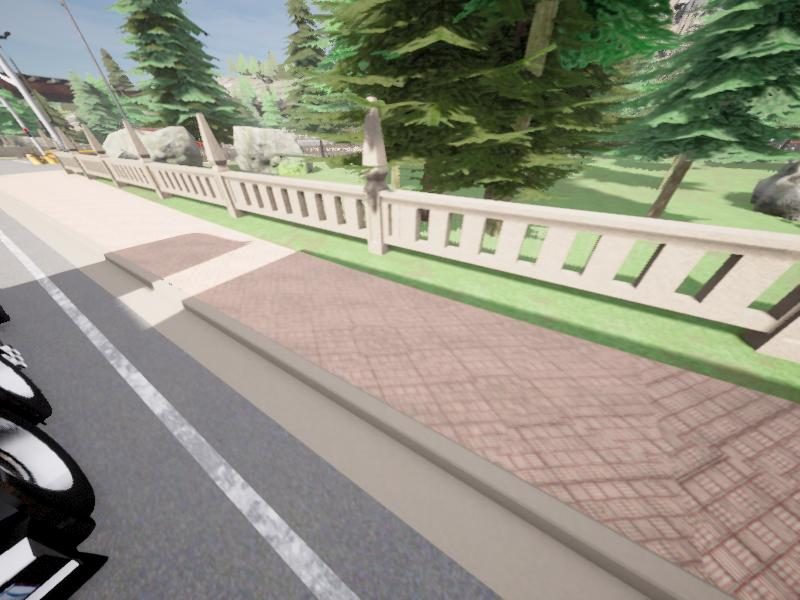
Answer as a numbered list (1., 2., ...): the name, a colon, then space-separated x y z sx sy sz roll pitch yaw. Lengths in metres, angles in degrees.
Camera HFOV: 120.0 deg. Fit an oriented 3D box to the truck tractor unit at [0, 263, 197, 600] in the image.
1. truck tractor unit: -5.110 -0.302 0.781 6.516 4.208 3.053 18 39 24
